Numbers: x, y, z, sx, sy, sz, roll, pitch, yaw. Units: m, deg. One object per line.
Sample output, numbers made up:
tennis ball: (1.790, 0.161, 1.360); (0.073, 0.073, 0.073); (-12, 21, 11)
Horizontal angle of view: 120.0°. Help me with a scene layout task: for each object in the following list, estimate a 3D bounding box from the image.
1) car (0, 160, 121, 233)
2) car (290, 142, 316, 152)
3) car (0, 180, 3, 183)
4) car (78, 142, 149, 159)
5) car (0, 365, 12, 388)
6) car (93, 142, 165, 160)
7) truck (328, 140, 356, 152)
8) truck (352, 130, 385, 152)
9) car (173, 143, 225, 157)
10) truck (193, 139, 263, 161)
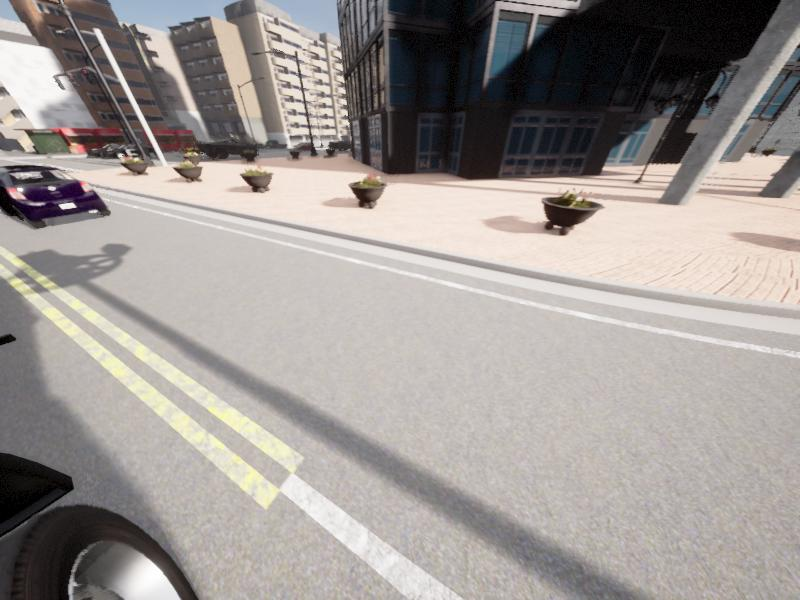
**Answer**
car: (-11.511, -3.462, 7.393); (3.633, 1.501, 1.845); (16, 39, 21)
car: (-20.543, -32.526, 49.037); (2.033, 1.649, 4.856); (16, 38, 21)
car: (-25.724, -7.507, 12.977); (4.856, 1.649, 2.033); (14, 38, 19)
car: (-36.249, -19.152, 29.482); (1.930, 1.638, 5.238); (15, 38, 20)
car: (-7.002, 0.156, 2.314); (4.974, 1.542, 2.038); (17, 39, 22)
car: (-33.003, -18.378, 28.414); (1.930, 1.638, 5.238); (16, 38, 21)
truck: (-12.311, -33.115, 49.619); (2.390, 2.098, 6.274); (16, 38, 21)
truck: (-6.856, -35.535, 51.685); (2.891, 3.827, 8.468); (16, 38, 21)
car: (-29.522, -22.308, 34.167); (1.801, 1.575, 5.366); (16, 38, 21)
truck: (-21.100, -18.822, 28.806); (2.390, 2.098, 6.274); (17, 38, 22)
